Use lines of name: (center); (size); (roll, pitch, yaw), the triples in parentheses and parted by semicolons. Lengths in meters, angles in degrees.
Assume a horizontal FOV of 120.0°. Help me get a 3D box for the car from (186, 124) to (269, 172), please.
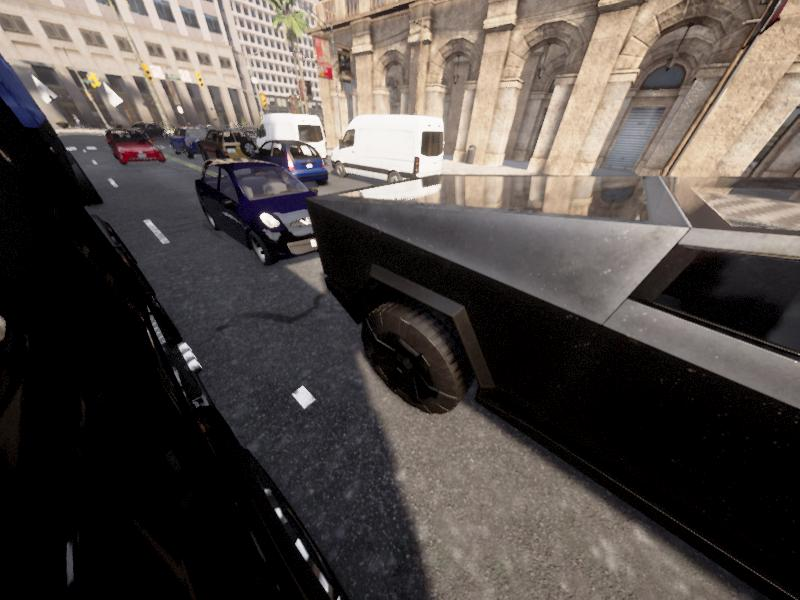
car: (-9.753, -8.670, 13.056); (4.605, 1.855, 1.932); (28, 44, 30)

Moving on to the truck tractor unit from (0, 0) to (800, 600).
truck tractor unit: (-2.645, -0.295, 0.351); (6.516, 4.208, 3.053); (28, 44, 30)

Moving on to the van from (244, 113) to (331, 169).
van: (-7.284, -10.364, 14.924); (5.915, 2.561, 1.988); (28, 44, 30)

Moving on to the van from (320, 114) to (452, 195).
van: (-0.891, -6.923, 10.720); (5.915, 2.561, 1.988); (28, 44, 30)

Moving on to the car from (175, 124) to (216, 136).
car: (-31.432, -26.289, 35.692); (1.994, 1.385, 4.181); (28, 44, 30)

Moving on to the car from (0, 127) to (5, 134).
car: (-44.443, -17.515, 23.211); (1.895, 1.301, 4.718); (28, 44, 30)

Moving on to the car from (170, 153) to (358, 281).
car: (-2.883, -2.077, 4.960); (3.633, 1.501, 1.845); (28, 44, 30)

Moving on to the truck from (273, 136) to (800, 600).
truck: (2.231, 0.430, 1.451); (6.274, 2.098, 2.390); (28, 44, 30)

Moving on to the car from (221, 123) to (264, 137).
car: (-25.233, -27.333, 37.246); (1.930, 1.638, 5.238); (28, 44, 30)

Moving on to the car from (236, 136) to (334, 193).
car: (-4.978, -5.990, 9.997); (3.988, 1.617, 1.851); (28, 44, 30)

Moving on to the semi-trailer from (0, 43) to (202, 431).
semi-trailer: (-8.695, -3.607, 4.231); (14.254, 4.402, 2.717); (28, 44, 30)

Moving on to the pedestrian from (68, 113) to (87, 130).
pedestrian: (-45.579, -25.208, 32.660); (0.751, 1.860, 0.751); (26, 43, 28)

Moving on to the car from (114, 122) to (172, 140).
car: (-29.159, -19.366, 26.472); (1.837, 1.490, 4.892); (-5, 37, -8)

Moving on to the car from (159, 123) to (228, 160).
car: (-14.384, -11.106, 16.095); (4.553, 1.767, 2.097); (28, 44, 30)

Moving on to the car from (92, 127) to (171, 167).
car: (-15.320, -8.807, 13.187); (4.514, 1.525, 2.007); (29, 44, 31)

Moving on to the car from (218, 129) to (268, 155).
car: (-12.781, -12.886, 18.797); (3.633, 1.501, 1.845); (29, 44, 30)

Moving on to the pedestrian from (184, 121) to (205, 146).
pedestrian: (-19.621, -15.884, 22.063); (0.751, 1.860, 0.751); (29, 44, 30)
